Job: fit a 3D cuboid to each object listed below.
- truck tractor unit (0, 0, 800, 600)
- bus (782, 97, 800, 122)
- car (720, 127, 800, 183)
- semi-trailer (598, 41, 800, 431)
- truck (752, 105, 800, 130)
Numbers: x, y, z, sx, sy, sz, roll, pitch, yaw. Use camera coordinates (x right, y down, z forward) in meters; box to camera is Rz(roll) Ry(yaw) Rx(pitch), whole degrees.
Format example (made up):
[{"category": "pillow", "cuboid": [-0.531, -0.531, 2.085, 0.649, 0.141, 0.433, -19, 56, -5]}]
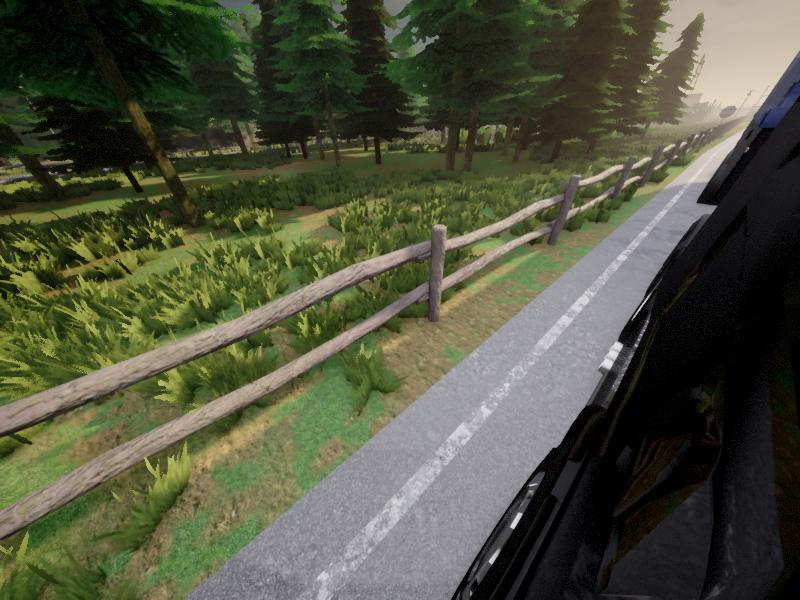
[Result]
[{"category": "truck tractor unit", "cuboid": [2.645, -0.295, 0.351, 6.516, 4.208, 3.053, -28, 44, -30]}, {"category": "bus", "cuboid": [83.921, -39.430, 47.497, 10.273, 4.253, 3.944, -27, 43, -29]}, {"category": "car", "cuboid": [15.976, -6.292, 9.799, 4.902, 1.511, 2.128, -28, 44, -30]}, {"category": "semi-trailer", "cuboid": [8.687, -3.614, 4.236, 14.254, 4.402, 2.717, -28, 44, -30]}, {"category": "truck", "cuboid": [51.719, -24.991, 31.722, 5.204, 2.467, 2.627, -27, 43, -29]}]
